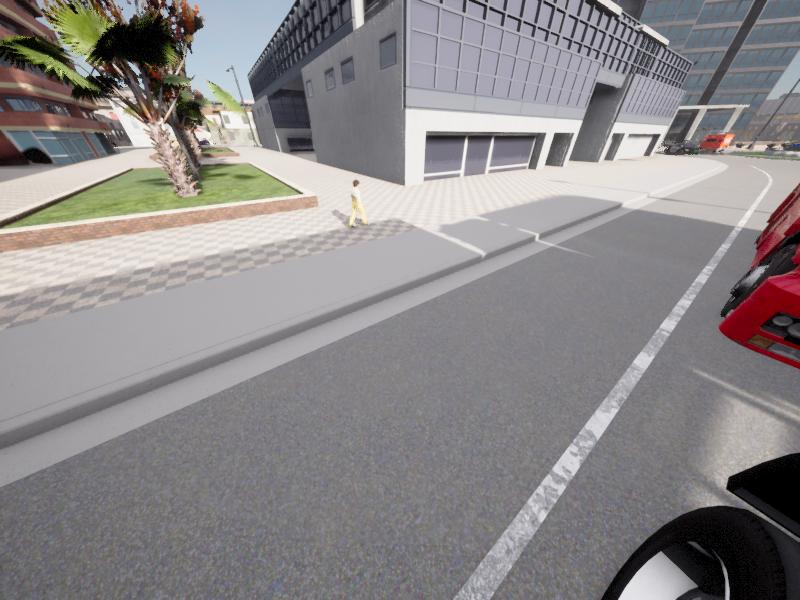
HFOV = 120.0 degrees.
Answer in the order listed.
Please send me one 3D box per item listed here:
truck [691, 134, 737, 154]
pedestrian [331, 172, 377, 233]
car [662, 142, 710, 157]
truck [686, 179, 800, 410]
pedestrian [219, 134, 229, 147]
[{"bbox_3d":[51.164,-25.539,37.679,5.204,2.467,2.627,-18,39,-22],"label":"truck"},{"bbox_3d":[-1.195,-2.600,6.157,0.751,1.300,0.751,26,43,32],"label":"pedestrian"},{"bbox_3d":[40.146,-21.331,32.622,2.038,1.542,4.974,11,37,16],"label":"car"},{"bbox_3d":[7.861,-1.569,2.780,8.468,3.827,2.891,-22,41,-28],"label":"truck"},{"bbox_3d":[-30.006,-27.159,39.358,0.751,1.860,0.751,-22,41,-28],"label":"pedestrian"}]
